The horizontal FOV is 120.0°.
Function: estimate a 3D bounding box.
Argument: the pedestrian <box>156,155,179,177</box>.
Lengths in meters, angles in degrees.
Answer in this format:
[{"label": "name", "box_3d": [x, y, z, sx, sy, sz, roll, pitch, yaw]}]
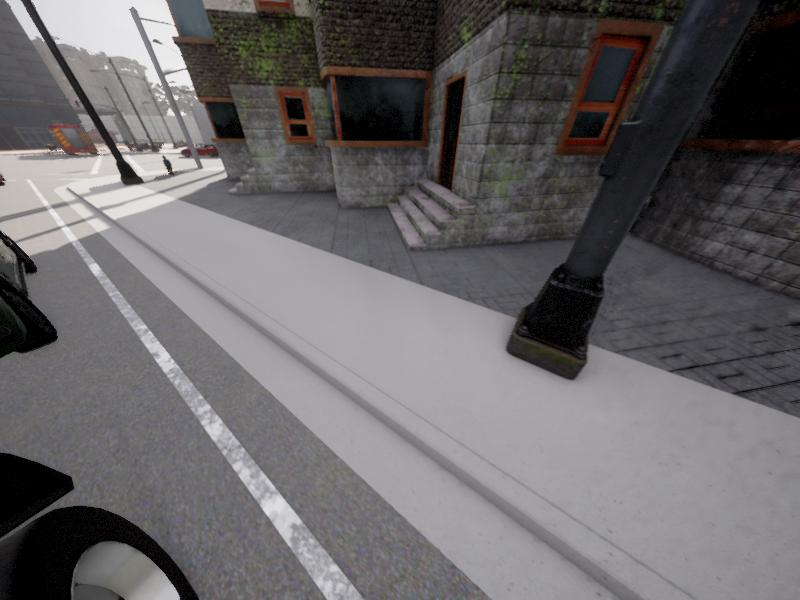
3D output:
[{"label": "pedestrian", "box_3d": [-14.167, -8.193, 14.088, 0.500, 1.100, 0.500, 21, 40, 26]}]

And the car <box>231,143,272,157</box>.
[{"label": "car", "box_3d": [-19.105, -19.420, 29.894, 3.806, 1.475, 1.970, -6, 36, -8]}]

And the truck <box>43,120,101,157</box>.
[{"label": "truck", "box_3d": [-45.826, -22.699, 32.446, 8.468, 3.827, 2.891, 26, 44, 32]}]

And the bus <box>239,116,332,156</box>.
[{"label": "bus", "box_3d": [-15.398, -22.936, 32.399, 10.273, 4.253, 3.944, -7, 36, -7]}]

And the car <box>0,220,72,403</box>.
[{"label": "car", "box_3d": [-6.718, -0.406, 2.701, 5.566, 2.045, 2.150, 22, 40, 28]}]

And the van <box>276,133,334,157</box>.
[{"label": "van", "box_3d": [-12.312, -20.547, 30.547, 6.366, 2.431, 2.351, -6, 36, -8]}]

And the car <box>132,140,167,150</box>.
[{"label": "car", "box_3d": [-49.032, -30.440, 45.380, 2.038, 1.542, 4.974, -5, 35, -8]}]

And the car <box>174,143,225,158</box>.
[{"label": "car", "box_3d": [-25.071, -18.818, 29.049, 4.193, 1.474, 1.816, -6, 36, -8]}]

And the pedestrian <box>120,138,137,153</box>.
[{"label": "pedestrian", "box_3d": [-39.907, -22.787, 34.008, 0.751, 1.860, 0.751, -16, 38, -21]}]

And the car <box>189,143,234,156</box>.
[{"label": "car", "box_3d": [-25.891, -20.743, 31.868, 4.181, 1.385, 1.994, -6, 36, -8]}]

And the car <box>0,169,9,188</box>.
[{"label": "car", "box_3d": [-22.929, -6.849, 12.191, 4.674, 1.442, 1.812, 23, 41, 29]}]
